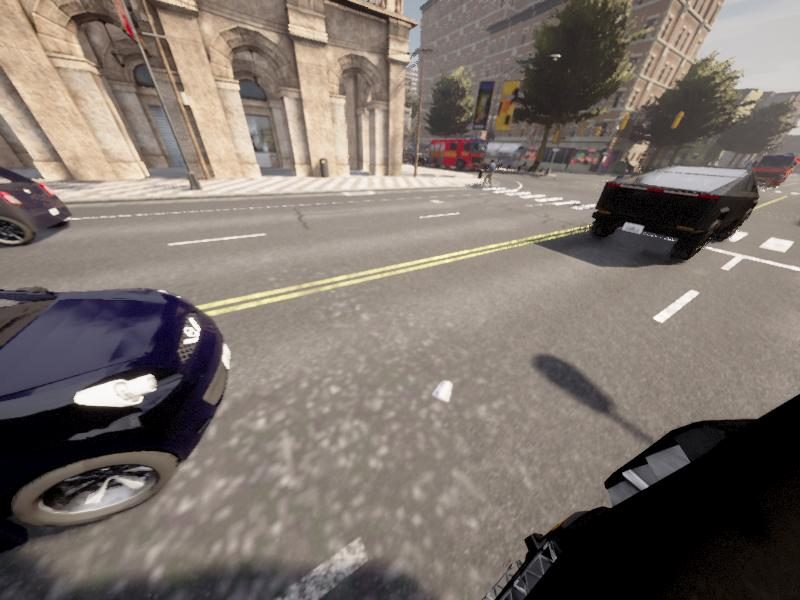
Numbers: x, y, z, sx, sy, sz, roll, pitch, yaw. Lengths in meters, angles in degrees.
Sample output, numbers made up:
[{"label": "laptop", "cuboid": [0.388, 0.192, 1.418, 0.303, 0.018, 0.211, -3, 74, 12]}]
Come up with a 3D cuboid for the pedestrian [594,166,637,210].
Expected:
[{"label": "pedestrian", "cuboid": [10.738, -5.583, 11.557, 0.751, 1.860, 0.751, -21, 40, -31]}]

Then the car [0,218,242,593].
[{"label": "car", "cuboid": [-3.234, 0.718, 1.254, 3.633, 1.501, 1.845, -16, 38, -26]}]

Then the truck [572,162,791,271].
[{"label": "truck", "cuboid": [8.759, -2.922, 7.199, 6.274, 2.098, 2.390, -16, 38, -26]}]

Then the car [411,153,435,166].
[{"label": "car", "cuboid": [3.732, -22.878, 37.566, 1.970, 1.475, 3.806, -16, 38, -26]}]

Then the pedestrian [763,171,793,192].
[{"label": "pedestrian", "cuboid": [39.834, -12.522, 24.376, 0.751, 1.860, 0.751, -15, 38, -25]}]

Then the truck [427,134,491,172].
[{"label": "truck", "cuboid": [7.600, -20.049, 31.461, 2.891, 3.827, 8.468, -16, 38, -26]}]

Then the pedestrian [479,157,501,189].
[{"label": "pedestrian", "cuboid": [6.296, -8.886, 16.202, 0.751, 1.860, 0.751, -16, 38, -26]}]

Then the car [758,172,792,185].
[{"label": "car", "cuboid": [59.408, -19.357, 36.577, 5.366, 1.575, 1.801, -16, 38, -26]}]

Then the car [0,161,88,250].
[{"label": "car", "cuboid": [-9.879, -1.877, 4.650, 3.633, 1.501, 1.845, -16, 38, -26]}]

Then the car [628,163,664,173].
[{"label": "car", "cuboid": [55.535, -29.908, 52.282, 2.038, 1.542, 4.974, -15, 38, -25]}]

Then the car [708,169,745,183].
[{"label": "car", "cuboid": [48.826, -18.604, 34.539, 5.238, 1.638, 1.930, -16, 38, -27]}]

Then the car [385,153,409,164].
[{"label": "car", "cuboid": [-0.573, -23.501, 38.321, 1.895, 1.301, 4.718, -16, 38, -26]}]

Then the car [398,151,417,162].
[{"label": "car", "cuboid": [1.504, -29.028, 46.578, 1.851, 1.617, 3.988, -16, 38, -26]}]

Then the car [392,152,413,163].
[{"label": "car", "cuboid": [0.429, -26.111, 42.295, 1.994, 1.385, 4.181, -16, 38, -27]}]

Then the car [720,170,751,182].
[{"label": "car", "cuboid": [54.641, -20.176, 37.561, 4.674, 1.442, 1.812, -16, 38, -26]}]

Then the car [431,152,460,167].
[{"label": "car", "cuboid": [7.443, -23.192, 38.049, 2.097, 1.767, 4.553, -16, 38, -26]}]

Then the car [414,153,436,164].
[{"label": "car", "cuboid": [4.486, -26.002, 42.354, 1.970, 1.475, 3.806, -15, 38, -26]}]

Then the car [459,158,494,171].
[{"label": "car", "cuboid": [10.876, -19.551, 33.264, 1.895, 1.301, 4.718, -16, 38, -26]}]

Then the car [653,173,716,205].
[{"label": "car", "cuboid": [19.347, -7.772, 15.947, 1.970, 1.475, 3.806, 28, 41, 32]}]

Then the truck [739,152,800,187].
[{"label": "truck", "cuboid": [51.794, -18.114, 32.053, 8.468, 3.827, 2.891, -16, 38, -26]}]
